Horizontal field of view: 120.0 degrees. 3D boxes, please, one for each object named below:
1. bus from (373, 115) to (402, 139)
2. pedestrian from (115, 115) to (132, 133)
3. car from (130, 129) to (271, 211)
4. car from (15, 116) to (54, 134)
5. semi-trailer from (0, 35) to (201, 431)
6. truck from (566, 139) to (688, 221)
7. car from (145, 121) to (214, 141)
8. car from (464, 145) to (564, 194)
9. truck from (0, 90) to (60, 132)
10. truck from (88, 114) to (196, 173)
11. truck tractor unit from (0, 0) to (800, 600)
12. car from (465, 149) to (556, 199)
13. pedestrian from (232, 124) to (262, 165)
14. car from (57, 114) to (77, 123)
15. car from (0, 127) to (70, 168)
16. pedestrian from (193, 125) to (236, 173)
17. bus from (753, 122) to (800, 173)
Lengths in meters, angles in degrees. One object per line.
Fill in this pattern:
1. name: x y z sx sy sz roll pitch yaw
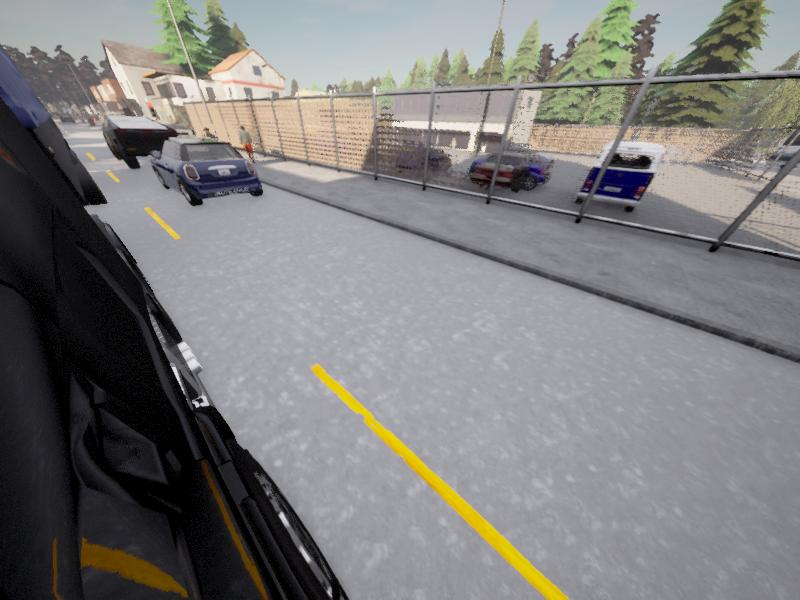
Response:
1. bus: -3.152 -41.619 55.437 3.944 4.253 10.273 -13 40 -15
2. pedestrian: -36.955 -23.525 30.927 0.751 1.860 0.751 -27 46 -33
3. car: -6.874 -4.676 7.961 4.553 1.767 2.097 28 44 30
4. car: -42.143 -20.255 26.715 3.705 1.549 1.789 28 44 30
5. semi-trailer: -8.656 -3.635 4.267 14.254 4.402 2.717 29 44 30
6. truck: 8.327 -4.763 8.731 2.069 2.038 4.478 28 44 30
7. car: -24.645 -18.984 26.059 1.930 1.638 5.238 32 46 33
8. car: 5.317 -6.423 11.157 3.705 1.547 1.789 28 44 30
9. truck: -48.450 -24.535 30.134 8.468 3.827 2.891 28 44 30
10. truck: -13.992 -8.589 12.478 6.274 2.098 2.390 28 44 30
11. truck tractor unit: -2.645 -0.295 0.351 6.516 4.208 3.053 28 44 30
12. car: 5.386 -6.203 10.986 2.033 1.415 5.357 28 44 30
13. pedestrian: -8.629 -8.792 13.076 0.751 1.860 0.751 -22 43 -29
14. car: -78.229 -42.599 54.267 4.974 1.542 2.038 28 44 30
15. car: -19.126 -7.903 11.845 4.181 1.385 1.994 28 44 30
16. pedestrian: -8.999 -7.326 11.268 0.751 1.860 0.751 16 39 17
17. bus: 46.593 -16.248 24.729 10.273 4.253 3.944 -3 36 -7
